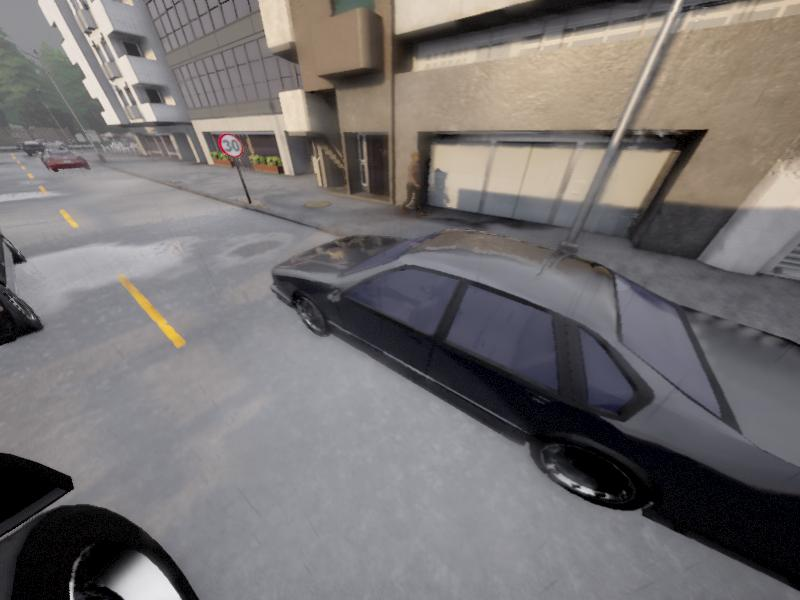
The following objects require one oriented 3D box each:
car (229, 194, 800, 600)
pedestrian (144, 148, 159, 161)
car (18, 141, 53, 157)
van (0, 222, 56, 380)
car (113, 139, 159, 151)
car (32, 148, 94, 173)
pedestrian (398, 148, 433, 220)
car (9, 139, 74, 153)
[{"bbox_3d":[0.704,0.054,2.626,5.357,1.411,2.033,22,41,28],"label":"car"},{"bbox_3d":[-25.576,-15.000,23.761,0.500,1.100,0.500,18,39,23],"label":"pedestrian"},{"bbox_3d":[-47.072,-19.590,29.892,4.892,1.490,1.837,25,42,31],"label":"car"},{"bbox_3d":[-7.251,-0.853,2.840,5.915,2.561,1.988,22,41,28],"label":"van"},{"bbox_3d":[-48.353,-28.594,42.524,2.152,1.651,5.027,21,40,27],"label":"car"},{"bbox_3d":[-26.149,-10.911,17.914,4.181,1.385,1.994,22,41,28],"label":"car"},{"bbox_3d":[0.444,-3.560,7.116,0.751,1.860,0.751,18,39,24],"label":"pedestrian"},{"bbox_3d":[-55.862,-24.179,36.200,2.152,1.651,5.027,6,35,8],"label":"car"}]
